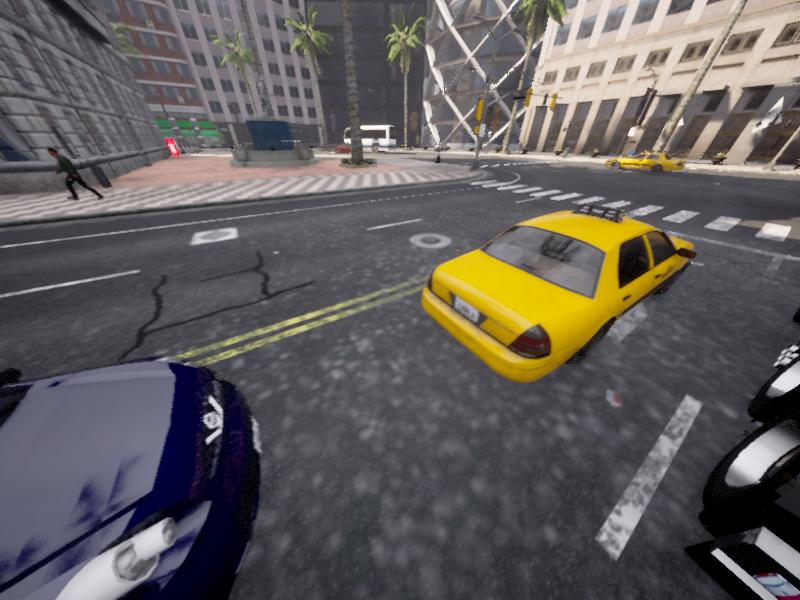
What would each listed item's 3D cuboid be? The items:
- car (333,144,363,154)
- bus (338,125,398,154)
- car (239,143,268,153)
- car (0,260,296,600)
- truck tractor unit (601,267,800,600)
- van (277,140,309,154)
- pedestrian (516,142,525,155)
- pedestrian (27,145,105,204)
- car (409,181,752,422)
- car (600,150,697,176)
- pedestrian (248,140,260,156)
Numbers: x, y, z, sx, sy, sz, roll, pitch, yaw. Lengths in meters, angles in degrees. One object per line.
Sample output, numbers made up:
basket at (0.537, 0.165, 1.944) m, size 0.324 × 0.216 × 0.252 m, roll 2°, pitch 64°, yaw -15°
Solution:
car at (-9.586, -27.927, 42.708) m, size 4.792 × 1.488 × 2.163 m, roll 9°, pitch 36°, yaw 13°
bus at (-5.971, -30.430, 43.908) m, size 10.273 × 4.253 × 3.944 m, roll 14°, pitch 37°, yaw 19°
car at (-27.501, -28.584, 43.494) m, size 3.806 × 1.475 × 1.970 m, roll -6°, pitch 35°, yaw -9°
car at (-2.624, 1.297, 0.775) m, size 3.633 × 1.501 × 1.845 m, roll -19°, pitch 39°, yaw -26°
truck tractor unit at (5.118, -0.294, 0.771) m, size 6.516 × 4.208 × 3.053 m, roll -18°, pitch 39°, yaw -24°
van at (-18.859, -27.101, 40.949) m, size 4.480 × 2.038 × 2.069 m, roll 1°, pitch 34°, yaw 1°
pedestrian at (20.700, -26.108, 39.728) m, size 0.751 × 1.860 × 0.751 m, roll -22°, pitch 41°, yaw -29°
pedestrian at (-12.448, -4.715, 8.720) m, size 0.751 × 1.860 × 0.751 m, roll -21°, pitch 40°, yaw -28°
car at (2.896, -0.679, 3.616) m, size 5.366 × 1.575 × 1.801 m, roll -19°, pitch 39°, yaw -26°
car at (21.396, -12.174, 20.285) m, size 1.801 × 1.575 × 5.366 m, roll -19°, pitch 39°, yaw -26°
pedestrian at (-20.947, -21.825, 33.206) m, size 0.751 × 1.860 × 0.751 m, roll -2°, pitch 35°, yaw -4°
